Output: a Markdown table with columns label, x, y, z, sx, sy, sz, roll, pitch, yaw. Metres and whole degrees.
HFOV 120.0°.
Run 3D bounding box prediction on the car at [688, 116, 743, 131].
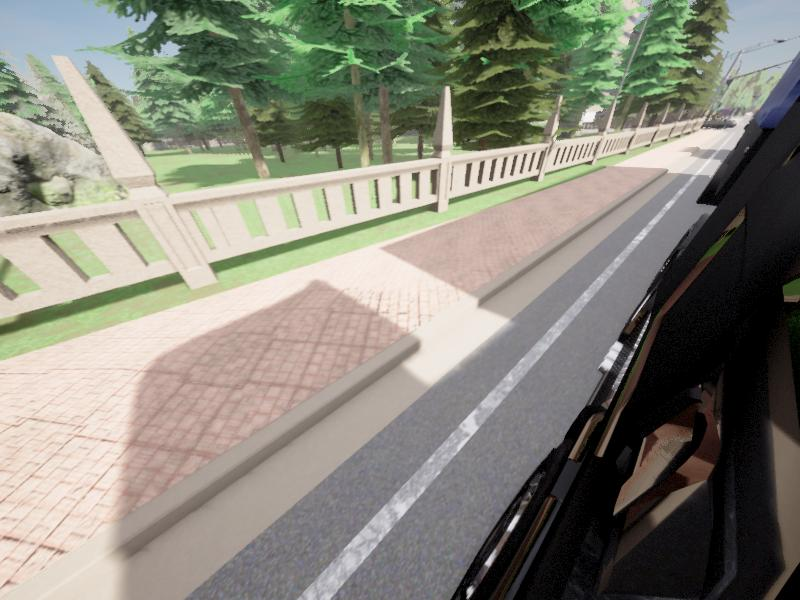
| label | x | y | z | sx | sy | sz | roll | pitch | yaw |
| --- | --- | --- | --- | --- | --- | --- | --- | --- | --- |
| car | 46.738 | -26.199 | 34.354 | 2.007 | 1.525 | 4.514 | -28 | 43 | -29 |

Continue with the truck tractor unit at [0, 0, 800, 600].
| label | x | y | z | sx | sy | sz | roll | pitch | yaw |
| --- | --- | --- | --- | --- | --- | --- | --- | --- | --- |
| truck tractor unit | 2.645 | -0.295 | 0.352 | 6.516 | 4.208 | 3.053 | -28 | 44 | -30 |

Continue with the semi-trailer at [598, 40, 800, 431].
| label | x | y | z | sx | sy | sz | roll | pitch | yaw |
| --- | --- | --- | --- | --- | --- | --- | --- | --- | --- |
| semi-trailer | 8.691 | -3.612 | 4.233 | 14.254 | 4.402 | 2.717 | -28 | 44 | -30 |

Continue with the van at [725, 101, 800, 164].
| label | x | y | z | sx | sy | sz | roll | pitch | yaw |
| --- | --- | --- | --- | --- | --- | --- | --- | --- | --- |
| van | 21.132 | -9.465 | 12.908 | 6.366 | 2.431 | 2.351 | -28 | 44 | -30 |
